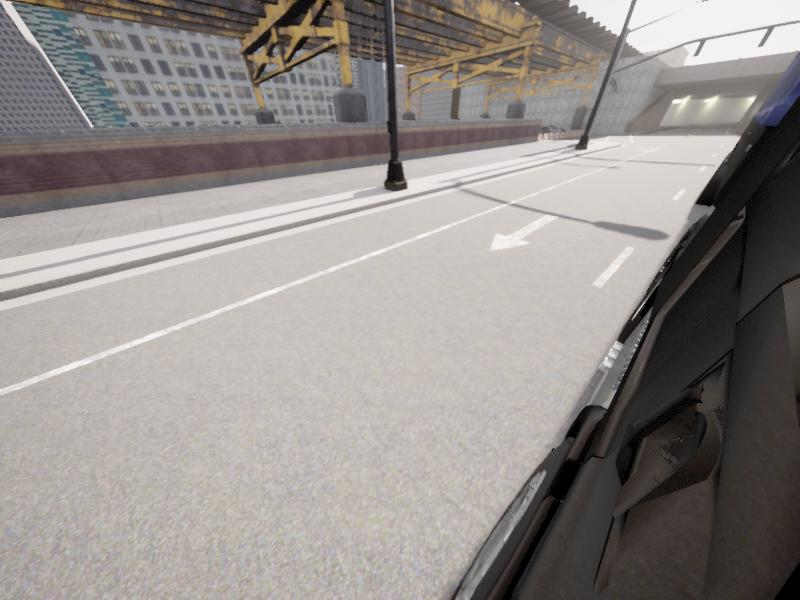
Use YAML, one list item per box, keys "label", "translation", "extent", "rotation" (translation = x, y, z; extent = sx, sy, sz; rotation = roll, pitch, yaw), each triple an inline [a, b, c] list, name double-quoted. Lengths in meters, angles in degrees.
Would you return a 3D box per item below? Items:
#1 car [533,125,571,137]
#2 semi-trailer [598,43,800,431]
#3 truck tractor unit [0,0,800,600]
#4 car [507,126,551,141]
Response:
- label: "car"
  translation: [25.768, -28.679, 39.188]
  extent: [4.974, 1.542, 2.038]
  rotation: [-8, 37, -8]
- label: "semi-trailer"
  translation: [8.694, -3.590, 4.257]
  extent: [14.254, 4.402, 2.717]
  rotation: [-28, 44, -30]
- label: "truck tractor unit"
  translation: [2.645, -0.295, 0.352]
  extent: [6.516, 4.208, 3.053]
  rotation: [-28, 44, -30]
- label: "car"
  translation: [18.651, -24.280, 33.698]
  extent: [4.974, 1.542, 2.038]
  rotation: [1, 37, 4]
